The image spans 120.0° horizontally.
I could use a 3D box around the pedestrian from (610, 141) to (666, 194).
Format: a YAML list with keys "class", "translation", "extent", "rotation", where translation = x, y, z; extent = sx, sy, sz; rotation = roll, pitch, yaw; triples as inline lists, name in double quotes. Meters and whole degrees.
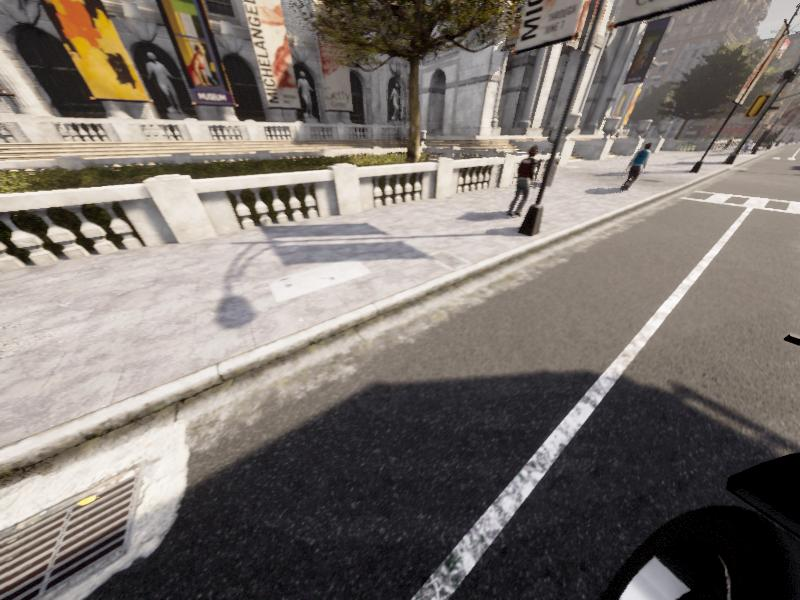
- class: "pedestrian"
  translation: [10.104, -5.657, 9.869]
  extent: [0.751, 1.860, 0.751]
  rotation: [-16, 38, -21]

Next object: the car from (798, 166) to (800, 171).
- class: "car"
  translation: [32.591, -10.669, 17.386]
  extent: [4.902, 1.511, 2.128]
  rotation: [-22, 41, -28]

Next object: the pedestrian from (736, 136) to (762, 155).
- class: "pedestrian"
  translation: [43.183, -19.107, 28.590]
  extent: [0.751, 1.860, 0.751]
  rotation: [18, 39, 24]

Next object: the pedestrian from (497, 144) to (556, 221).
- class: "pedestrian"
  translation: [3.619, -3.414, 6.753]
  extent: [0.751, 1.860, 0.751]
  rotation: [-17, 39, -22]
